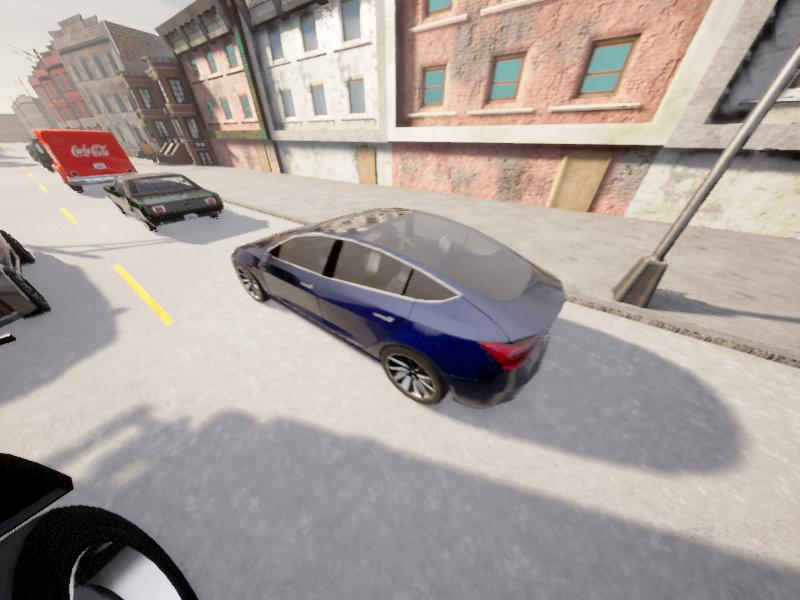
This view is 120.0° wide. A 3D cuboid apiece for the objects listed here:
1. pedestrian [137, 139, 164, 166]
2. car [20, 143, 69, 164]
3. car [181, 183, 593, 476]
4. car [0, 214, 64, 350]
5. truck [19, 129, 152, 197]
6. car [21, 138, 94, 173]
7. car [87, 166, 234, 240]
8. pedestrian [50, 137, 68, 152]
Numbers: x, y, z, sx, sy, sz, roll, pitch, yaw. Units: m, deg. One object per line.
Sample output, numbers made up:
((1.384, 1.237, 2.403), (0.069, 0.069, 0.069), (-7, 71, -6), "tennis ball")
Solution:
((-21.619, -12.805, 20.055), (0.751, 1.860, 0.751), (22, 40, 27), "pedestrian")
((-36.303, -15.033, 23.607), (4.514, 1.525, 2.007), (22, 41, 28), "car")
((-0.512, -0.482, 3.303), (4.792, 1.488, 2.163), (22, 41, 28), "car")
((-7.344, -0.531, 3.152), (4.611, 1.667, 2.242), (22, 41, 28), "car")
((-16.071, -7.212, 11.876), (5.204, 2.467, 2.627), (23, 41, 27), "truck")
((-26.848, -11.420, 18.101), (5.566, 2.045, 2.150), (22, 40, 28), "car")
((-7.797, -3.363, 7.490), (4.718, 1.301, 1.895), (22, 41, 28), "car")
((-53.433, -24.384, 36.215), (0.751, 1.860, 0.751), (-25, 42, -31), "pedestrian")
